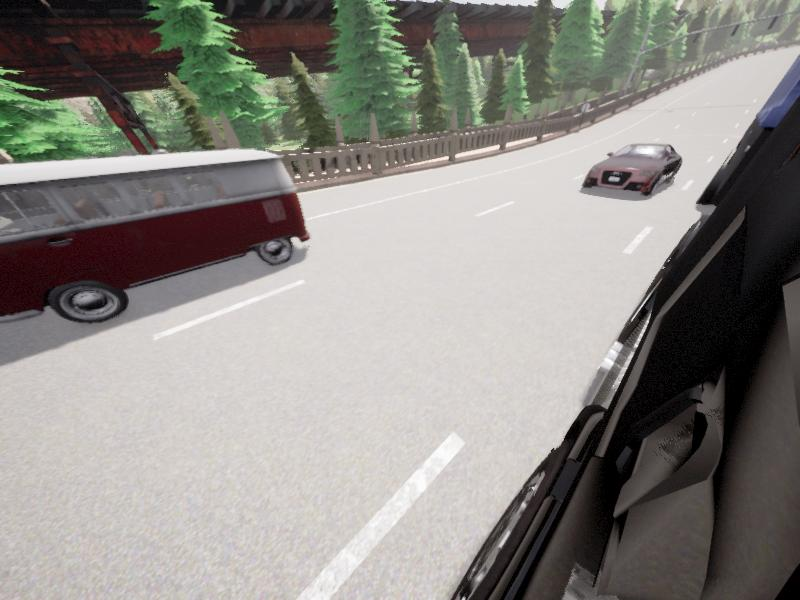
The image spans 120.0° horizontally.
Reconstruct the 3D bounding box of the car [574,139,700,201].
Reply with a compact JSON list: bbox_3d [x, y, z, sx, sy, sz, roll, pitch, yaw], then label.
[{"bbox_3d":[8.807,-4.991,8.608,4.181,1.385,1.994,-26,43,-28],"label":"car"}]

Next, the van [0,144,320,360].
[{"bbox_3d":[-4.060,-1.292,3.945,4.442,1.987,1.775,-28,44,-30],"label":"van"}]

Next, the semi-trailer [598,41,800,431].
[{"bbox_3d":[8.702,-3.600,4.226,14.254,4.402,2.717,-28,44,-30],"label":"semi-trailer"}]

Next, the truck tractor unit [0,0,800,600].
[{"bbox_3d":[2.645,-0.295,0.351,6.516,4.208,3.053,-28,44,-30],"label":"truck tractor unit"}]

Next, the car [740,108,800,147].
[{"bbox_3d":[22.892,-10.459,13.954,3.806,1.475,1.970,-31,45,-27],"label":"car"}]
